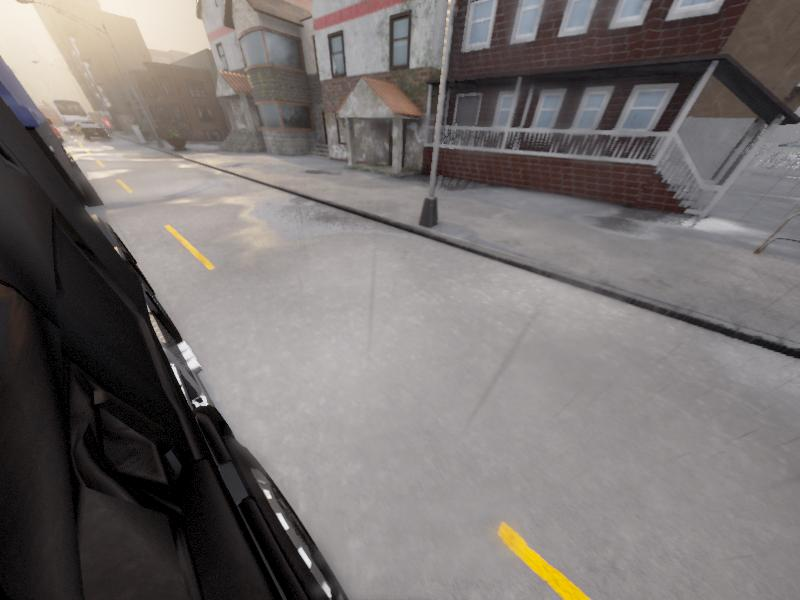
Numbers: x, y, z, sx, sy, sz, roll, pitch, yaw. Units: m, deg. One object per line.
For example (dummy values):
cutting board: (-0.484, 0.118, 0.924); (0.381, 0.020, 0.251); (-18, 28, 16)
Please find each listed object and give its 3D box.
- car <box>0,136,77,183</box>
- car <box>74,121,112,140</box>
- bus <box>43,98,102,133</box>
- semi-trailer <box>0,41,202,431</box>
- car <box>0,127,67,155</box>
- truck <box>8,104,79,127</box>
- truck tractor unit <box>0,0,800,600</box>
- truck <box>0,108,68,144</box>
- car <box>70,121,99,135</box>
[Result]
car: (-16.383, -6.339, 10.217); (4.718, 1.301, 1.895); (28, 43, 30)
car: (-37.698, -20.796, 28.343); (5.238, 1.638, 1.930); (28, 43, 30)
bus: (-55.764, -31.274, 39.354); (10.273, 4.253, 3.944); (28, 43, 30)
semi-trailer: (-8.712, -3.570, 4.252); (14.254, 4.402, 2.717); (28, 43, 30)
car: (-25.874, -11.361, 16.441); (4.181, 1.385, 1.994); (28, 43, 30)
truck: (-85.452, -44.317, 55.754); (2.891, 3.827, 8.468); (28, 43, 30)
truck tractor unit: (-2.645, -0.295, 0.351); (6.516, 4.208, 3.053); (28, 44, 30)
truck: (-34.976, -16.593, 22.115); (5.204, 2.467, 2.627); (27, 43, 31)
car: (-47.675, -25.999, 34.935); (5.008, 1.535, 1.882); (28, 43, 30)
